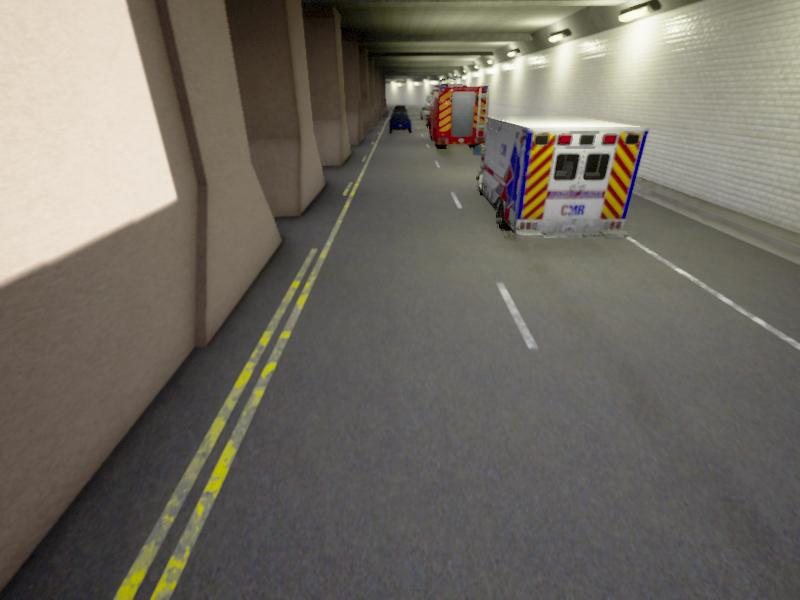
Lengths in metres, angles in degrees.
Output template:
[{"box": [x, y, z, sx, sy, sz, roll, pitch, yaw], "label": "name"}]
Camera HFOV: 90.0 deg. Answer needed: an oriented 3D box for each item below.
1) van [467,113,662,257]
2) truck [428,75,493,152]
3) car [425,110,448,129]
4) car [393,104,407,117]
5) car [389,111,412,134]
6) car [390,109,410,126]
[{"box": [3.511, -3.441, 10.532, 2.351, 2.431, 6.366, 0, 27, 0], "label": "van"}, {"box": [3.514, -12.076, 25.713, 2.891, 3.827, 8.468, 0, 27, 1], "label": "truck"}, {"box": [3.529, -17.776, 39.326, 1.812, 1.442, 4.674, 0, 27, 0], "label": "car"}, {"box": [0.036, -27.331, 57.755, 1.882, 1.535, 5.008, 0, 27, 0], "label": "car"}, {"box": [0.025, -15.711, 35.284, 1.882, 1.535, 5.008, 0, 27, 0], "label": "car"}, {"box": [0.032, -19.845, 43.435, 2.033, 1.411, 5.357, 0, 27, 0], "label": "car"}]
